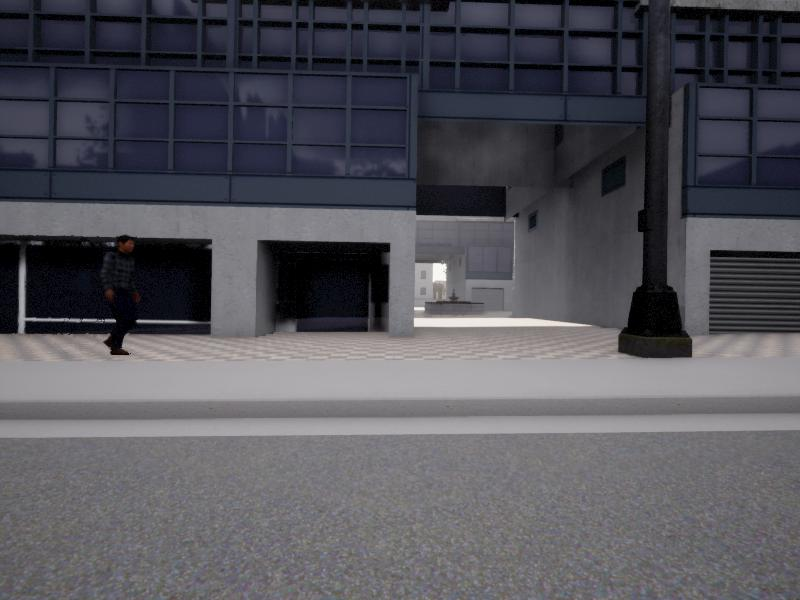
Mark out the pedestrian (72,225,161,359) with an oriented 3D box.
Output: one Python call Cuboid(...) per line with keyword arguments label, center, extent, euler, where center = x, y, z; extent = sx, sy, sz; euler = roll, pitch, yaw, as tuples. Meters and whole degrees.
Cuboid(label="pedestrian", center=(-4.162, -0.111, 5.926), extent=(0.751, 1.860, 0.751), euler=(1, 0, 0))
